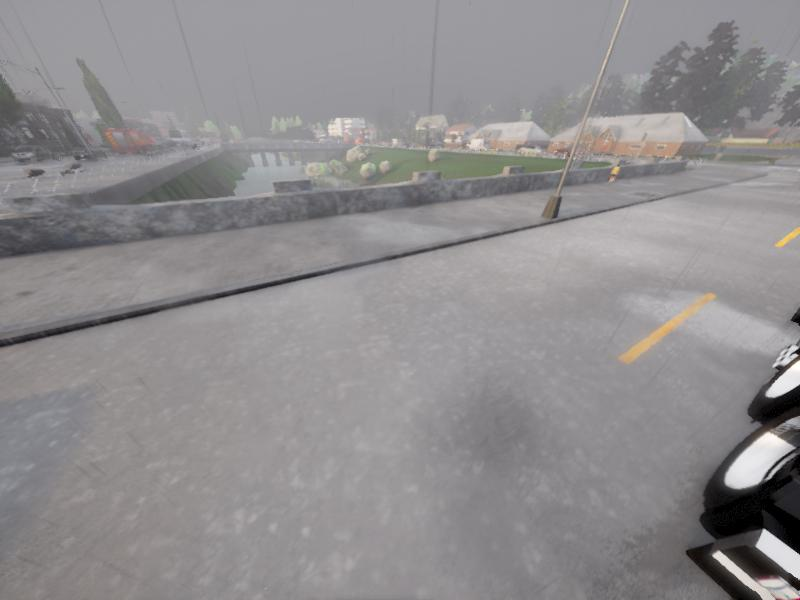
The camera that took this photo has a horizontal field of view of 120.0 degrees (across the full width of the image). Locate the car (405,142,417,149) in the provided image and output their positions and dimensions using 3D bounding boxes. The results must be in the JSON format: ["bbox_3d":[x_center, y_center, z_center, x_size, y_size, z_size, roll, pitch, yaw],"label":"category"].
[{"bbox_3d":[3.292,-48.260,72.034,1.851,1.617,3.988,-17,38,-23],"label":"car"}]

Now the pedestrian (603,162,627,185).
[{"bbox_3d":[12.688,-7.485,13.670,0.500,1.100,0.500,-17,39,-24],"label":"pedestrian"}]

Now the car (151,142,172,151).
[{"bbox_3d":[-53.934,-34.898,52.326,2.038,1.542,4.974,-17,38,-23],"label":"car"}]

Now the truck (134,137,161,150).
[{"bbox_3d":[-61.241,-38.206,56.249,2.627,2.467,5.204,-17,38,-23],"label":"truck"}]

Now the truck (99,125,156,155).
[{"bbox_3d":[-45.708,-27.103,39.228,2.891,3.827,8.468,-17,38,-23],"label":"truck"}]

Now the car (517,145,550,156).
[{"bbox_3d":[23.653,-26.648,41.145,2.007,1.525,4.514,-17,38,-23],"label":"car"}]

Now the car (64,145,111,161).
[{"bbox_3d":[-38.085,-18.041,28.331,1.816,1.474,4.193,-17,38,-23],"label":"car"}]

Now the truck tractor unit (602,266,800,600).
[{"bbox_3d":[5.112,-0.300,0.780,6.516,4.208,3.053,-18,39,-24],"label":"truck tractor unit"}]

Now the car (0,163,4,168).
[{"bbox_3d":[-36.185,-11.291,18.517,2.152,1.651,5.027,-17,38,-23],"label":"car"}]

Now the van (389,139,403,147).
[{"bbox_3d":[-1.488,-58.522,85.949,2.351,2.431,6.366,-17,38,-23],"label":"van"}]

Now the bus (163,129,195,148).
[{"bbox_3d":[-65.585,-48.211,69.027,3.944,4.253,10.273,-17,38,-23],"label":"bus"}]

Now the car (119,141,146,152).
[{"bbox_3d":[-55.928,-32.228,48.430,1.930,1.638,5.238,-17,38,-23],"label":"car"}]

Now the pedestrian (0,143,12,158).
[{"bbox_3d":[-49.209,-18.424,28.231,0.751,1.860,0.751,-15,38,-21],"label":"pedestrian"}]

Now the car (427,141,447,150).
[{"bbox_3d":[9.822,-41.543,61.986,2.150,2.045,5.566,-17,38,-23],"label":"car"}]

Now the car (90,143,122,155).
[{"bbox_3d":[-49.965,-25.855,39.417,1.851,1.617,3.988,-17,38,-23],"label":"car"}]

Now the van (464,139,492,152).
[{"bbox_3d":[18.606,-37.189,55.462,2.351,2.431,6.366,-17,38,-23],"label":"van"}]

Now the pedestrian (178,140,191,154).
[{"bbox_3d":[-34.604,-24.550,37.152,0.751,1.860,0.751,-17,38,-23],"label":"pedestrian"}]

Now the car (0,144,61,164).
[{"bbox_3d":[-40.992,-16.369,25.790,1.851,1.617,3.988,-17,38,-23],"label":"car"}]

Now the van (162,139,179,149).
[{"bbox_3d":[-58.249,-39.637,58.754,1.775,1.987,4.442,-17,38,-23],"label":"van"}]

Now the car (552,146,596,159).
[{"bbox_3d":[27.027,-23.109,36.075,1.882,1.535,5.008,-17,38,-23],"label":"car"}]
